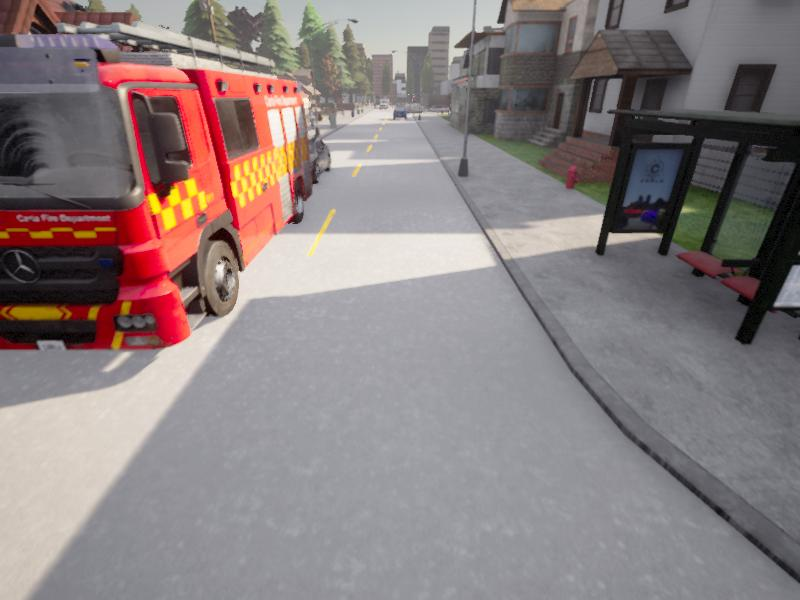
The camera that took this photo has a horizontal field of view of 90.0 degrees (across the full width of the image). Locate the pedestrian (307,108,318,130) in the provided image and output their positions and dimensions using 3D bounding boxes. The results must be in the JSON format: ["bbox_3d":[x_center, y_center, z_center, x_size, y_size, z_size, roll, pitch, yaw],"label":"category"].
[{"bbox_3d":[-8.210,-16.961,37.441,0.751,1.860,0.751,-3,27,-5],"label":"pedestrian"}]

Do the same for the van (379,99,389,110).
[{"bbox_3d":[-4.028,-50.441,102.950,2.351,2.431,6.366,0,27,0],"label":"van"}]

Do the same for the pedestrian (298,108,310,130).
[{"bbox_3d":[-9.032,-17.047,37.608,0.751,1.860,0.751,0,27,0],"label":"pedestrian"}]

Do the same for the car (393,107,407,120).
[{"bbox_3d":[-0.013,-26.161,56.048,1.882,1.535,5.008,0,27,0],"label":"car"}]

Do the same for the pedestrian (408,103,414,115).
[{"bbox_3d":[1.880,-32.247,67.523,0.751,1.860,0.751,-22,35,-37],"label":"pedestrian"}]

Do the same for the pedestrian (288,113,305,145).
[{"bbox_3d":[-6.706,-11.080,25.960,0.751,1.860,0.751,-2,27,-4],"label":"pedestrian"}]

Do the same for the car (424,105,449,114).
[{"bbox_3d":[7.112,-37.221,78.131,4.611,1.667,2.242,0,27,0],"label":"car"}]

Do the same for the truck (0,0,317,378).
[{"bbox_3d":[-4.004,-2.689,7.705,2.891,3.827,8.468,0,27,0],"label":"truck"}]

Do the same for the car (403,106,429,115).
[{"bbox_3d":[2.967,-35.151,74.178,4.514,1.525,2.007,-11,29,-20],"label":"car"}]

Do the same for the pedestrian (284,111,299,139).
[{"bbox_3d":[-8.097,-13.079,29.861,0.751,1.860,0.751,-1,27,-1],"label":"pedestrian"}]

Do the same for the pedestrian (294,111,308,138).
[{"bbox_3d":[-7.419,-13.181,30.060,0.751,1.860,0.751,-2,27,-4],"label":"pedestrian"}]

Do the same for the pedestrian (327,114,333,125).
[{"bbox_3d":[-7.589,-19.598,43.424,0.500,1.100,0.500,0,27,1],"label":"pedestrian"}]

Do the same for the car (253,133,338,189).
[{"bbox_3d":[-4.001,-5.801,16.319,2.128,1.511,4.902,0,27,0],"label":"car"}]
